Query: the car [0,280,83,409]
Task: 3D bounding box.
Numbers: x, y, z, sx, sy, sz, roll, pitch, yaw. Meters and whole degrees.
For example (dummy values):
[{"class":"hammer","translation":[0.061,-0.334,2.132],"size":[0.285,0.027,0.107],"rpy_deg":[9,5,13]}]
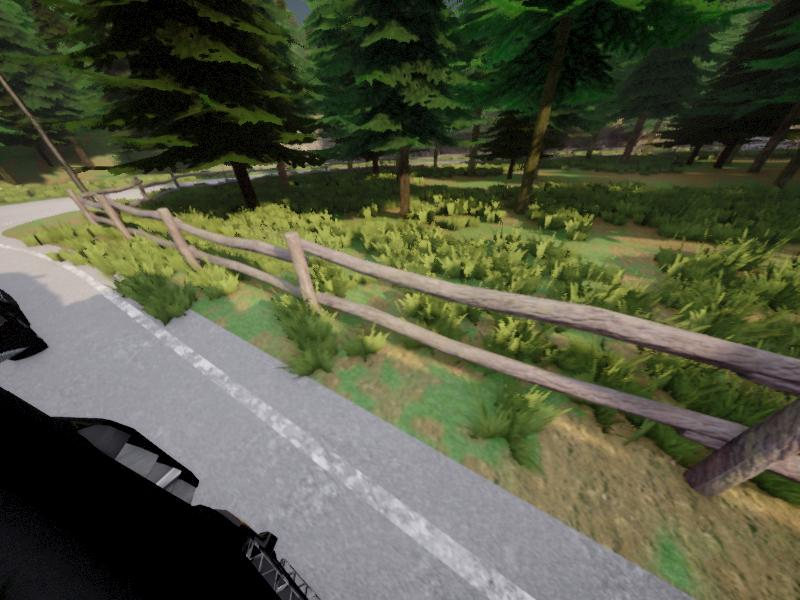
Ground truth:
[{"class":"car","translation":[-6.584,0.109,2.654],"size":[4.856,1.649,2.033],"rpy_deg":[15,38,24]}]
